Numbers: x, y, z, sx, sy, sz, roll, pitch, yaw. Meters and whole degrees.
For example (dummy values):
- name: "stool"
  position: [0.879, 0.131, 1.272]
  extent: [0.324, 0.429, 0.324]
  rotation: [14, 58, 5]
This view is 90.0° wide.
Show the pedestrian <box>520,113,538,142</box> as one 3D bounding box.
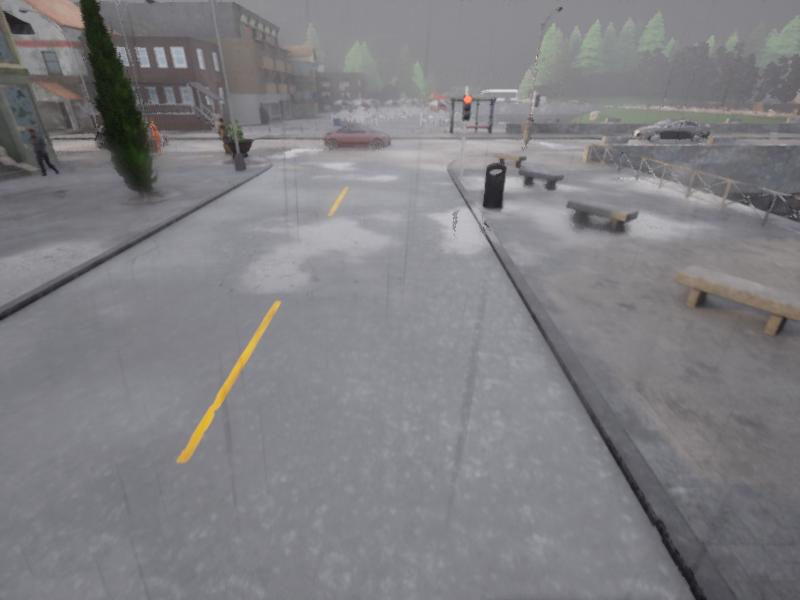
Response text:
- name: "pedestrian"
  position: [9.211, -12.323, 28.568]
  extent: [0.751, 1.860, 0.751]
  rotation: [-1, 27, -2]

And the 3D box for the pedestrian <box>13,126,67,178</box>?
- name: "pedestrian"
  position: [-14.224, -5.879, 15.865]
  extent: [0.751, 1.860, 0.751]
  rotation: [-1, 27, -2]

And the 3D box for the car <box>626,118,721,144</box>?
- name: "car"
  position: [19.225, -12.005, 28.358]
  extent: [4.902, 1.511, 2.128]
  rotation: [1, 27, 1]

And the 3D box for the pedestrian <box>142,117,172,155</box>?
- name: "pedestrian"
  position: [-13.240, -8.937, 21.798]
  extent: [0.751, 1.860, 0.751]
  rotation: [22, 34, 36]

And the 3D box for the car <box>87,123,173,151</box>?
- name: "car"
  position: [-16.785, -10.249, 25.066]
  extent: [3.806, 1.475, 1.970]
  rotation: [0, 27, 0]

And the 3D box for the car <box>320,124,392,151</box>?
- name: "car"
  position: [-2.646, -10.188, 25.028]
  extent: [4.181, 1.385, 1.994]
  rotation: [0, 27, 0]

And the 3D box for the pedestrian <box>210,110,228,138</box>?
- name: "pedestrian"
  position: [-13.948, -13.582, 30.855]
  extent: [0.751, 1.860, 0.751]
  rotation: [-19, 33, -32]

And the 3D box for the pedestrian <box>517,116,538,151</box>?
- name: "pedestrian"
  position: [7.632, -10.011, 24.063]
  extent: [0.751, 1.860, 0.751]
  rotation: [-2, 27, -3]

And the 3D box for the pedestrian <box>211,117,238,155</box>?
- name: "pedestrian"
  position: [-9.603, -9.016, 21.943]
  extent: [0.751, 1.860, 0.751]
  rotation: [8, 28, 15]
